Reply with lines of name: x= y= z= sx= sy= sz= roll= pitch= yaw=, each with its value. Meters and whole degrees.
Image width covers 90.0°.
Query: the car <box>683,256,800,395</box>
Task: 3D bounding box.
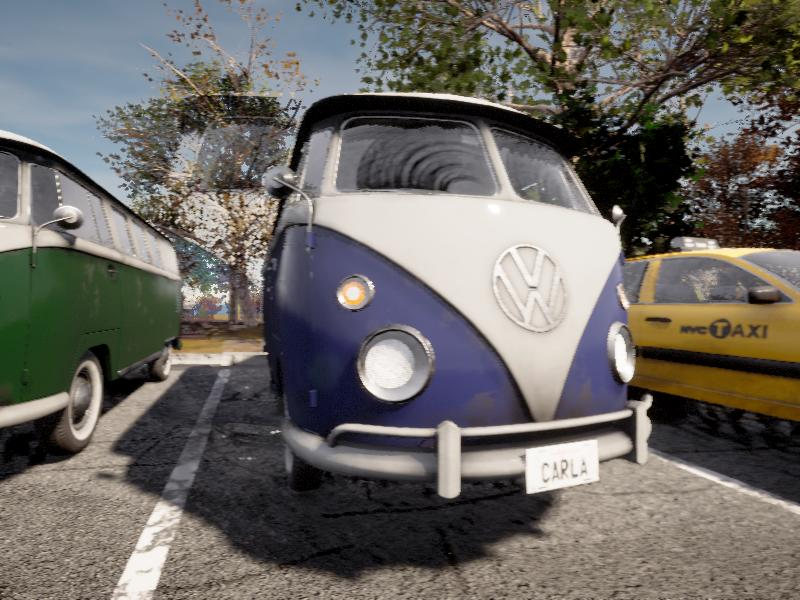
car: x=5.684 y=0.255 z=3.548 sx=2.163 sy=1.488 sz=4.792 roll=0 pitch=-1 yaw=-20

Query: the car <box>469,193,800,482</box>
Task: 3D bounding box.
car: x=2.787 y=0.222 z=3.349 sx=1.946 sy=1.575 sz=5.366 roll=1 pitch=-1 yaw=-20

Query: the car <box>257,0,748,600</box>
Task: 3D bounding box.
car: x=-0.211 y=0.002 z=3.422 sx=1.878 sy=1.987 sz=4.442 roll=1 pitch=-1 yaw=-20

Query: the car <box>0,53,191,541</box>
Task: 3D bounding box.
car: x=-3.190 y=0.004 z=3.423 sx=1.878 sy=1.987 sz=4.442 roll=1 pitch=-1 yaw=-20
